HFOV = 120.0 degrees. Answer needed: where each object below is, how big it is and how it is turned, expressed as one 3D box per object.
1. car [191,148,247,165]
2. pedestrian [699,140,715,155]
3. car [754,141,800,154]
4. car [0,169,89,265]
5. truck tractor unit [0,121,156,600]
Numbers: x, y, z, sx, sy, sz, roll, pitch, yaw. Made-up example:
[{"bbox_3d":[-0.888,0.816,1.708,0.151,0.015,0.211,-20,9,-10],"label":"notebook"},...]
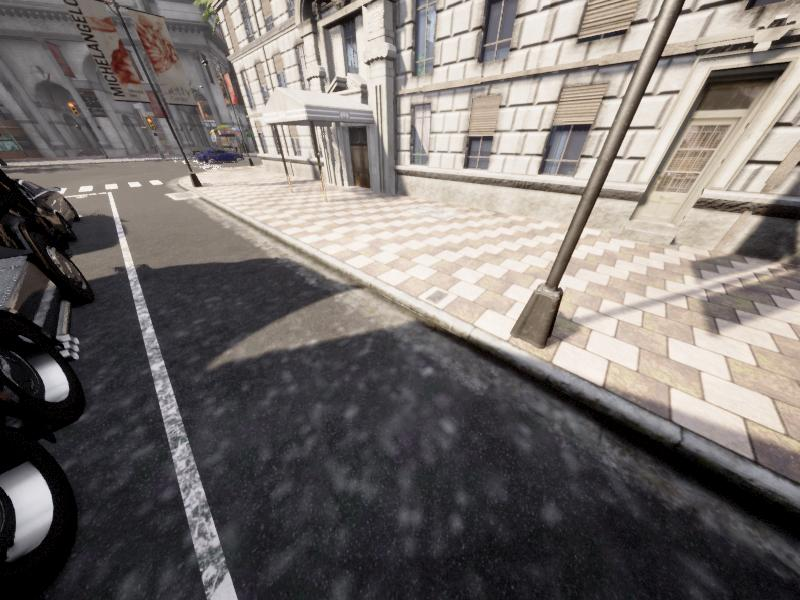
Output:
[{"bbox_3d":[-21.050,-16.858,27.080,1.812,1.442,4.674,28,44,34],"label":"car"},{"bbox_3d":[49.353,-24.504,37.106,0.751,1.860,0.751,-29,44,-35],"label":"pedestrian"},{"bbox_3d":[63.805,-25.452,38.462,2.097,1.767,4.553,-12,37,-16],"label":"car"},{"bbox_3d":[-10.634,-2.441,6.256,4.902,1.511,2.128,28,44,34],"label":"car"},{"bbox_3d":[-4.848,-0.504,1.069,6.516,4.208,3.053,28,44,34],"label":"truck tractor unit"}]
